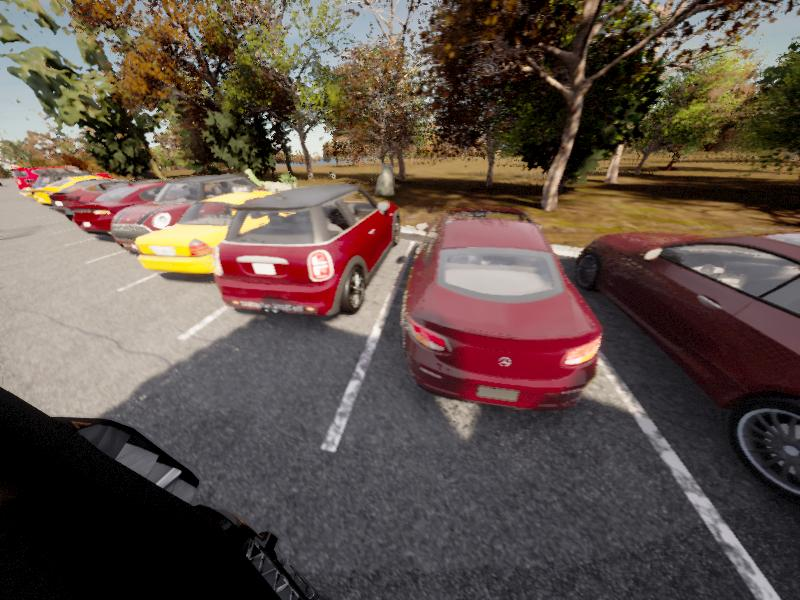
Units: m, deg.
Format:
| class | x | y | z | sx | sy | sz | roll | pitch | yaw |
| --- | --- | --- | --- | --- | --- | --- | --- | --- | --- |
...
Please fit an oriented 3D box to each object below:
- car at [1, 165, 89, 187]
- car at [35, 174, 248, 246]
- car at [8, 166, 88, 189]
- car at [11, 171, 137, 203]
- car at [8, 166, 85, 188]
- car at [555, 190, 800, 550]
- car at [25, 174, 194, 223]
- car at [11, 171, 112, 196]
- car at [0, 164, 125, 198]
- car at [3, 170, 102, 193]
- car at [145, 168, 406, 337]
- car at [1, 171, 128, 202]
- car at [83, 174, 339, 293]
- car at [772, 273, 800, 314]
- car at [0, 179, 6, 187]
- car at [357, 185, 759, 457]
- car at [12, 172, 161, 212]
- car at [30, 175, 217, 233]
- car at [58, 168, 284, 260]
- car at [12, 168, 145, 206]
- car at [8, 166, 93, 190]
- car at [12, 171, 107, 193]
| class | x | y | z | sx | sy | sz | roll | pitch | yaw |
| --- | --- | --- | --- | --- | --- | --- | --- | --- | --- |
| car | -46.004 | -16.289 | 30.252 | 2.435 | 2.045 | 5.566 | 6 | 34 | 13 |
| car | -8.944 | -3.734 | 8.915 | 2.097 | 1.535 | 5.008 | 5 | 33 | 11 |
| car | -41.115 | -14.515 | 27.241 | 1.878 | 1.987 | 4.442 | 6 | 34 | 13 |
| car | -23.862 | -8.542 | 17.316 | 2.231 | 1.521 | 4.892 | 6 | 34 | 13 |
| car | -43.576 | -15.352 | 28.693 | 1.878 | 1.987 | 4.442 | 6 | 34 | 13 |
| car | 3.732 | 0.072 | 2.276 | 2.002 | 1.452 | 4.674 | 4 | 33 | 10 |
| car | -13.940 | -5.300 | 11.717 | 2.163 | 1.488 | 4.792 | 5 | 34 | 12 |
| car | -31.246 | -10.998 | 21.640 | 2.163 | 1.488 | 4.792 | 6 | 34 | 13 |
| car | -28.789 | -10.430 | 20.086 | 2.435 | 2.045 | 5.566 | 6 | 34 | 13 |
| car | -36.206 | -12.616 | 24.400 | 1.946 | 1.575 | 5.366 | 6 | 34 | 13 |
| car | -1.376 | -1.535 | 4.791 | 2.185 | 1.767 | 4.553 | 4 | 33 | 11 |
| car | -26.363 | -9.275 | 18.602 | 1.946 | 1.575 | 5.366 | 6 | 34 | 13 |
| car | -3.865 | -2.303 | 6.368 | 1.946 | 1.575 | 5.366 | 4 | 33 | 11 |
| car | 6.267 | 0.863 | 0.806 | 1.946 | 1.575 | 5.366 | 4 | 33 | 9 |
| car | -56.900 | -16.588 | 31.924 | 3.988 | 1.617 | 1.851 | 19 | 39 | 29 |
| car | 1.179 | -0.664 | 3.583 | 2.002 | 1.452 | 4.674 | 4 | 33 | 10 |
| car | -18.920 | -6.907 | 14.468 | 2.097 | 1.535 | 5.008 | 6 | 34 | 13 |
| car | -11.447 | -4.475 | 10.278 | 2.163 | 1.488 | 4.792 | 5 | 34 | 11 |
| car | -6.417 | -3.086 | 7.519 | 2.185 | 1.767 | 4.553 | 5 | 34 | 11 |
| car | -21.402 | -7.814 | 15.798 | 2.185 | 1.767 | 4.553 | 6 | 34 | 13 |
| car | -38.653 | -13.677 | 25.788 | 1.878 | 1.987 | 4.442 | 6 | 34 | 13 |
| car | -33.698 | -11.867 | 23.141 | 2.163 | 1.488 | 4.792 | 6 | 34 | 13 |
